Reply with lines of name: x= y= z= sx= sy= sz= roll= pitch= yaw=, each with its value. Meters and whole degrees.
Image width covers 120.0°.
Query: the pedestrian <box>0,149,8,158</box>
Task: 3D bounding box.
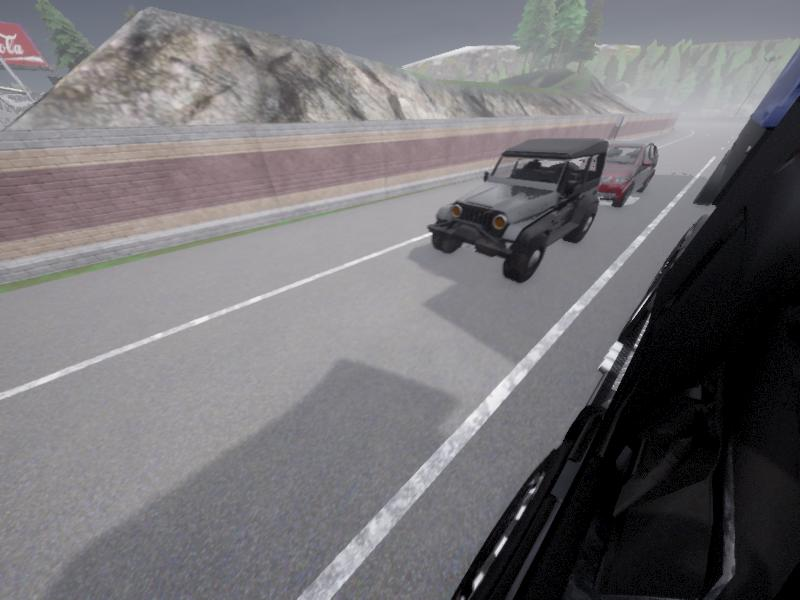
pedestrian: x=-66.788 y=-24.676 z=38.351 sx=0.751 sy=1.860 sz=0.751 roll=24 pitch=44 yaw=31

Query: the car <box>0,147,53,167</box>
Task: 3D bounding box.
car: x=-44.493 y=-17.136 z=27.542 sx=2.242 sy=1.667 sz=4.611 roll=-27 pitch=43 yaw=-31

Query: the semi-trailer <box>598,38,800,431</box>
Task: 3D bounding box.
semi-trailer: x=8.669 y=-3.620 z=4.264 sx=14.254 sy=4.402 sz=2.717 roll=-28 pitch=44 yaw=-30

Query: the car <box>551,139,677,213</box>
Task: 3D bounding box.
car: x=7.004 y=-4.242 z=7.581 sx=3.705 sy=1.549 sz=1.789 roll=-28 pitch=44 yaw=-30

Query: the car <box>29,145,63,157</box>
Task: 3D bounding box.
car: x=-64.002 y=-27.035 z=41.904 sx=1.837 sy=1.490 sz=4.892 roll=-25 pitch=42 yaw=-28

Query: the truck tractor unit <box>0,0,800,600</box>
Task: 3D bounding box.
truck tractor unit: x=2.645 y=-0.295 z=0.352 sx=6.516 sy=4.208 sz=3.053 roll=-28 pitch=44 yaw=-30

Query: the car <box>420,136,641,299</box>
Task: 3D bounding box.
car: x=2.476 y=-1.979 z=4.555 sx=3.866 sy=1.878 sz=1.905 roll=-28 pitch=44 yaw=-30
